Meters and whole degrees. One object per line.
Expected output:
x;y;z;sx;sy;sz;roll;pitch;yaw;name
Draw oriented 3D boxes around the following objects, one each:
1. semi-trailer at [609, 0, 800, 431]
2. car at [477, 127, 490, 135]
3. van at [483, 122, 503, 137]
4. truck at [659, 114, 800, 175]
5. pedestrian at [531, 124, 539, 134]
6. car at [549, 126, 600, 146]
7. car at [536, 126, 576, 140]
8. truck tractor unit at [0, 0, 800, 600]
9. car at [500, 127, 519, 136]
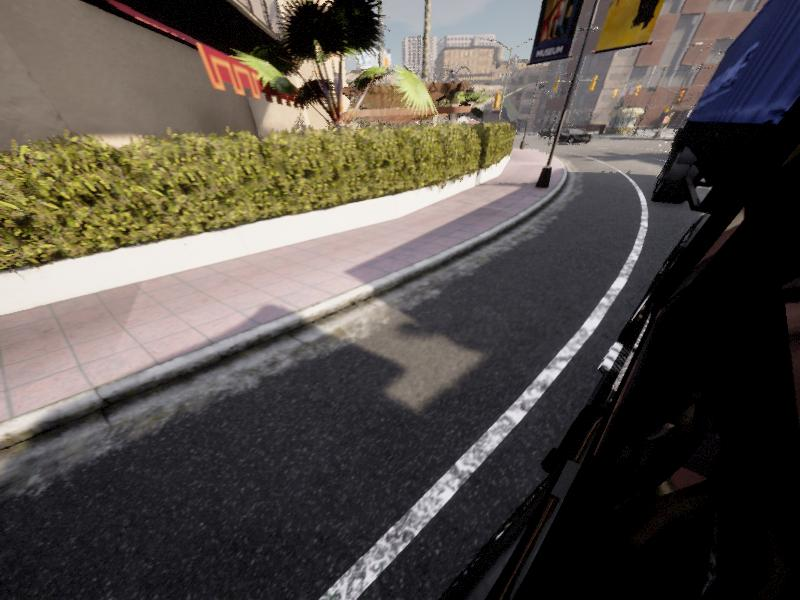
8.149;-3.912;4.727;2.717;4.402;14.254;28;46;33;semi-trailer
24.334;-49.545;67.653;2.033;1.649;4.856;-3;37;-1;car
21.688;-40.016;54.208;1.988;2.561;5.915;-3;37;-1;van
17.224;-8.212;11.967;2.390;2.098;6.274;10;38;16;truck
31.756;-40.377;54.413;0.751;1.860;0.751;-8;37;-8;pedestrian
19.946;-18.986;26.719;1.930;1.638;5.238;-2;36;0;car
25.080;-27.080;37.359;2.152;1.651;5.027;-11;37;-12;car
2.645;-0.295;0.351;6.516;4.208;3.053;-28;44;-30;truck tractor unit
25.260;-39.060;53.573;2.007;1.525;4.514;-3;37;-1;car
